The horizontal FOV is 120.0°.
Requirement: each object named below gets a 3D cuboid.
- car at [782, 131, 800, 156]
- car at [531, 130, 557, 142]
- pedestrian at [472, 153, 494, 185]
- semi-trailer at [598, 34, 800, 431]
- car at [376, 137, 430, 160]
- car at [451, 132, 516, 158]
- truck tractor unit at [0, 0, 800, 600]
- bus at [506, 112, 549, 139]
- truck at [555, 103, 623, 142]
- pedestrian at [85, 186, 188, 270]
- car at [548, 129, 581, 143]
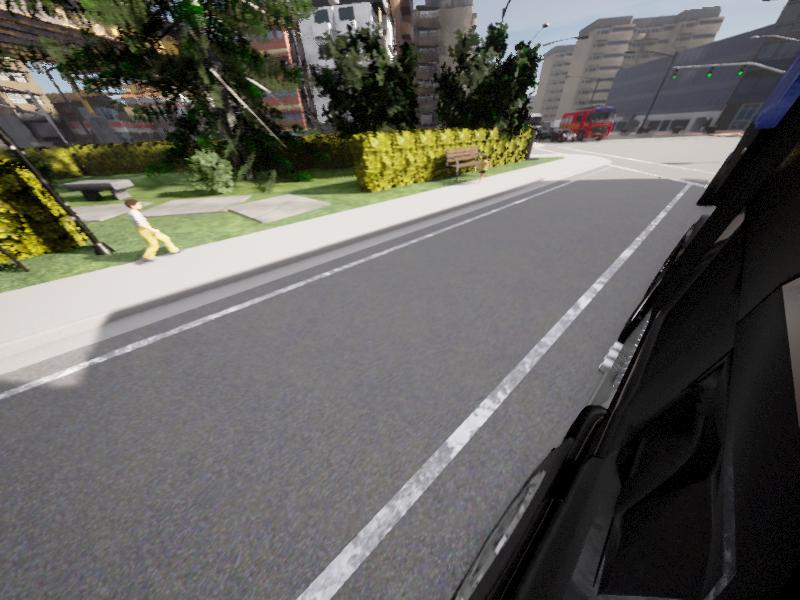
[{"bbox_3d":[26.737,-9.051,12.528,5.566,2.045,2.150,16,39,24],"label":"car"},{"bbox_3d":[23.072,-26.511,37.262,1.994,1.385,4.181,2,36,6],"label":"car"},{"bbox_3d":[3.494,-5.550,9.760,0.500,1.100,0.500,26,45,33],"label":"pedestrian"},{"bbox_3d":[8.698,-3.586,4.254,14.254,4.402,2.717,-28,43,-30],"label":"semi-trailer"},{"bbox_3d":[0.373,-14.117,21.528,4.792,1.488,2.163,2,37,6],"label":"car"},{"bbox_3d":[7.265,-13.967,20.772,5.027,1.651,2.152,2,37,6],"label":"car"},{"bbox_3d":[2.645,-0.295,0.351,6.516,4.208,3.053,-28,44,-30],"label":"truck tractor unit"},{"bbox_3d":[28.235,-39.162,52.115,3.944,4.253,10.273,-1,36,2],"label":"bus"},{"bbox_3d":[26.051,-24.890,32.732,2.891,3.827,8.468,1,36,5],"label":"truck"},{"bbox_3d":[-5.086,-1.426,4.549,0.751,1.300,0.751,28,46,35],"label":"pedestrian"},{"bbox_3d":[22.382,-22.461,31.600,1.970,1.475,3.806,1,36,6],"label":"car"}]
